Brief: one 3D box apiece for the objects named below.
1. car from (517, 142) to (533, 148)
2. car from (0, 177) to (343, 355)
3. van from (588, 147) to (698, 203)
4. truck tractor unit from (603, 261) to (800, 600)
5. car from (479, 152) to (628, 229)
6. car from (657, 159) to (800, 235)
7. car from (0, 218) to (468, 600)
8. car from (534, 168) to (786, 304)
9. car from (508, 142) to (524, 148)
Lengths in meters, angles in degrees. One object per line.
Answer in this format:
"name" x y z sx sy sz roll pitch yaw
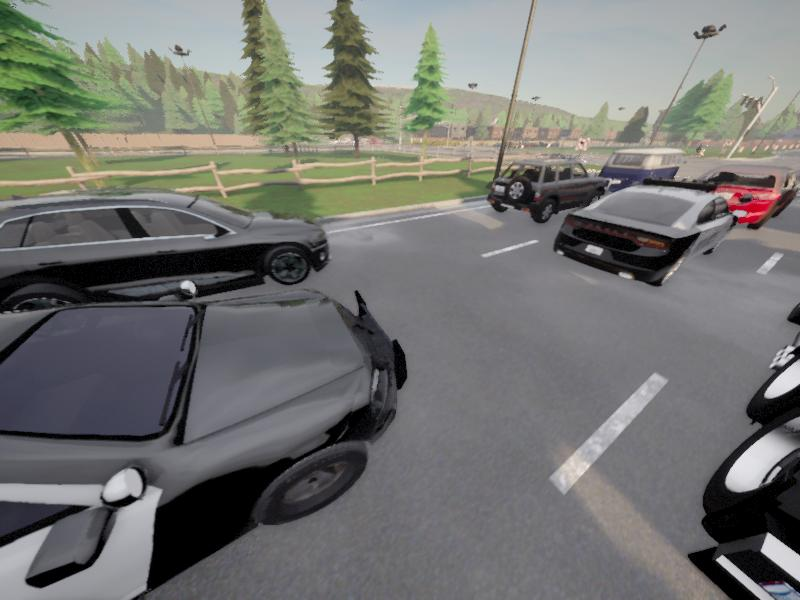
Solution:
"car" 41.531 -51.697 76.944 4.553 1.767 2.097 -18 39 -24
"car" -3.764 -1.001 3.978 4.856 1.649 2.033 -16 38 -25
"van" 11.716 -6.183 11.214 4.442 1.987 1.775 -18 39 -24
"truck tractor unit" 5.110 -0.299 0.803 6.516 4.208 3.053 -18 39 -25
"car" 5.411 -4.087 8.259 4.605 1.855 1.932 -18 39 -24
"car" 11.878 -3.801 8.069 4.611 1.667 2.242 -18 39 -24
"car" -2.296 0.871 1.393 4.974 1.542 2.038 -18 39 -24
"car" 5.825 -1.817 5.208 5.238 1.638 1.930 -18 39 -24
"car" 40.165 -53.459 79.682 5.366 1.575 1.801 -18 39 -24
